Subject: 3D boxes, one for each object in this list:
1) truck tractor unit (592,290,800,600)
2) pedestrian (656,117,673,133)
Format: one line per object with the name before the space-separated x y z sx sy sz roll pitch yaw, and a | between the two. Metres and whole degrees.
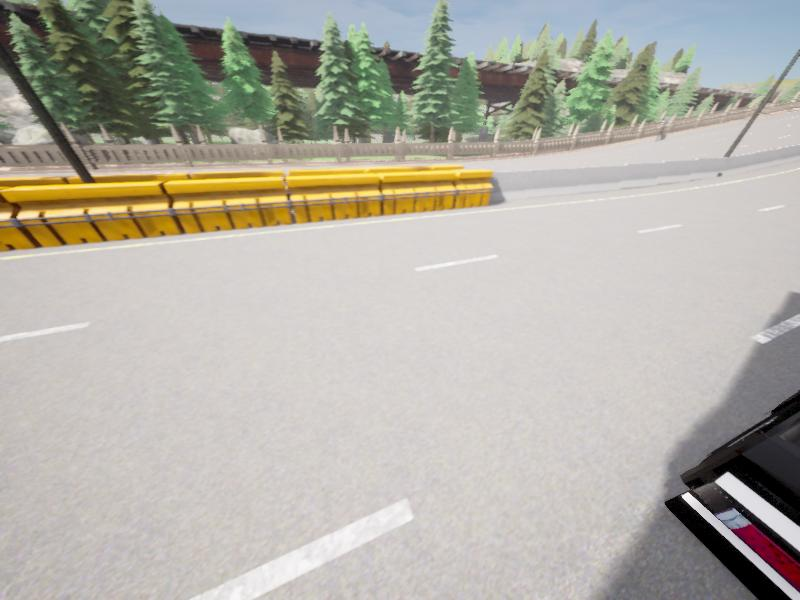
truck tractor unit | 5.245 -0.138 0.555 6.516 4.208 3.053 -12 37 -17
pedestrian | 40.123 -26.474 35.013 0.751 1.860 0.751 -12 37 -17
